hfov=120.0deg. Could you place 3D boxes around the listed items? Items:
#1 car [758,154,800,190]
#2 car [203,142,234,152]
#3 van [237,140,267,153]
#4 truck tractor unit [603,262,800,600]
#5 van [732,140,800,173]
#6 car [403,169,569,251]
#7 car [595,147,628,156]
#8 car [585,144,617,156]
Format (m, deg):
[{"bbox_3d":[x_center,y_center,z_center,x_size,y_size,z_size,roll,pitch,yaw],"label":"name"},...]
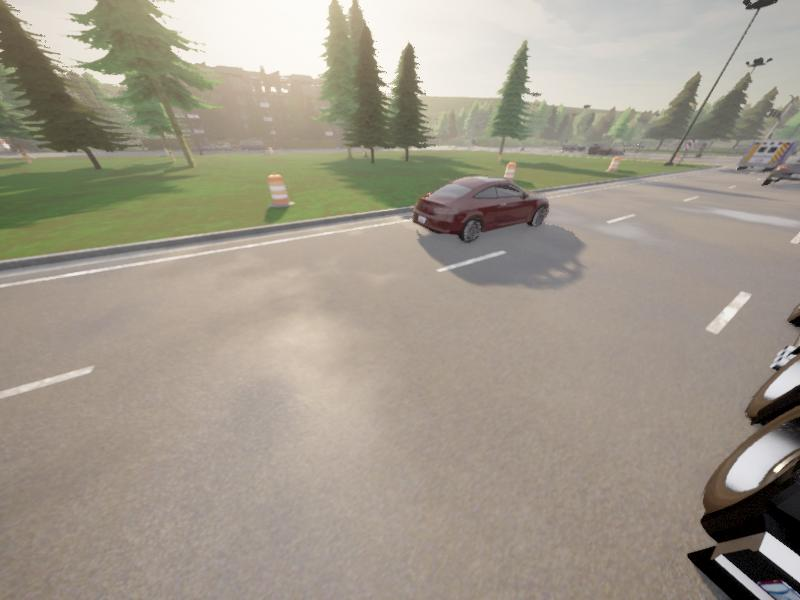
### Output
[{"bbox_3d":[25.452,-8.084,14.499,5.027,1.651,2.152,-18,39,-25],"label":"car"},{"bbox_3d":[-36.480,-30.895,46.664,4.611,1.667,2.242,-18,39,-24],"label":"car"},{"bbox_3d":[-28.070,-29.121,43.921,4.442,1.987,1.775,-18,39,-24],"label":"van"},{"bbox_3d":[5.108,-0.302,0.797,6.516,4.208,3.053,-18,39,-24],"label":"truck tractor unit"},{"bbox_3d":[36.377,-14.236,22.768,6.366,2.431,2.351,-18,39,-24],"label":"van"},{"bbox_3d":[2.573,-2.934,7.006,4.674,1.442,1.812,-18,39,-24],"label":"car"},{"bbox_3d":[42.035,-29.699,46.021,1.994,1.385,4.181,-17,39,-24],"label":"car"},{"bbox_3d":[38.806,-29.131,44.713,1.905,1.878,3.866,-17,38,-24],"label":"car"}]
